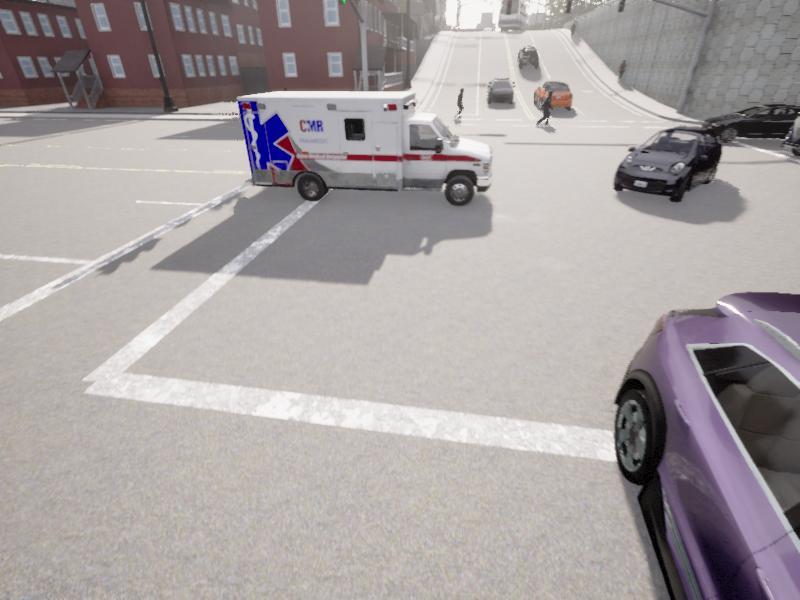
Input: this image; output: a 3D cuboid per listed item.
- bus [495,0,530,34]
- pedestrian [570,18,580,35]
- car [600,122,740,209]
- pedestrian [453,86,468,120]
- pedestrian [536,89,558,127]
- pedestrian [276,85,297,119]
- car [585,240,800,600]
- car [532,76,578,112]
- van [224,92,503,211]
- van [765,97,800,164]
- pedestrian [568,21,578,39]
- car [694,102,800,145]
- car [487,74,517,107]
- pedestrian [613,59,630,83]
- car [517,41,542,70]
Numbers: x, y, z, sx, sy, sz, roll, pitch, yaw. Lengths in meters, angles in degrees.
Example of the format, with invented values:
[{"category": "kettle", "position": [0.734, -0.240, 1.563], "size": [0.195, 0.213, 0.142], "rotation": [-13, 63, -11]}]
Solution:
[{"category": "bus", "position": [19.427, -48.715, 68.931], "size": [3.944, 4.253, 10.273], "rotation": [11, 33, 19]}, {"category": "pedestrian", "position": [23.635, -36.867, 54.014], "size": [0.751, 1.860, 0.751], "rotation": [3, 30, 6]}, {"category": "car", "position": [7.385, -3.816, 10.920], "size": [3.633, 1.501, 1.845], "rotation": [-25, 38, -35]}, {"category": "pedestrian", "position": [3.812, -12.465, 25.314], "size": [0.751, 1.860, 0.751], "rotation": [4, 31, 8]}, {"category": "pedestrian", "position": [8.258, -10.813, 22.490], "size": [0.751, 1.860, 0.751], "rotation": [4, 31, 8]}, {"category": "pedestrian", "position": [-7.169, -12.557, 25.383], "size": [0.751, 1.860, 0.751], "rotation": [8, 31, 15]}, {"category": "car", "position": [2.546, 1.535, 1.733], "size": [2.033, 1.649, 4.856], "rotation": [7, 32, 9]}, {"category": "car", "position": [11.292, -15.269, 29.525], "size": [2.097, 1.767, 4.553], "rotation": [3, 34, 6]}, {"category": "van", "position": [-0.763, -4.014, 10.480], "size": [6.366, 2.431, 2.351], "rotation": [5, 31, 8]}, {"category": "van", "position": [16.123, -5.904, 13.917], "size": [4.442, 1.987, 1.775], "rotation": [1, 30, 3]}, {"category": "pedestrian", "position": [22.682, -35.429, 52.460], "size": [0.751, 1.860, 0.751], "rotation": [3, 31, 7]}, {"category": "car", "position": [16.003, -7.858, 17.766], "size": [4.193, 1.474, 1.816], "rotation": [8, 32, 15]}, {"category": "car", "position": [8.075, -16.873, 32.059], "size": [1.930, 1.638, 5.238], "rotation": [4, 36, 8]}, {"category": "pedestrian", "position": [19.914, -20.539, 35.935], "size": [0.751, 1.860, 0.751], "rotation": [5, 31, 10]}, {"category": "car", "position": [14.051, -26.639, 43.577], "size": [1.932, 1.855, 4.605], "rotation": [5, 42, 9]}]
